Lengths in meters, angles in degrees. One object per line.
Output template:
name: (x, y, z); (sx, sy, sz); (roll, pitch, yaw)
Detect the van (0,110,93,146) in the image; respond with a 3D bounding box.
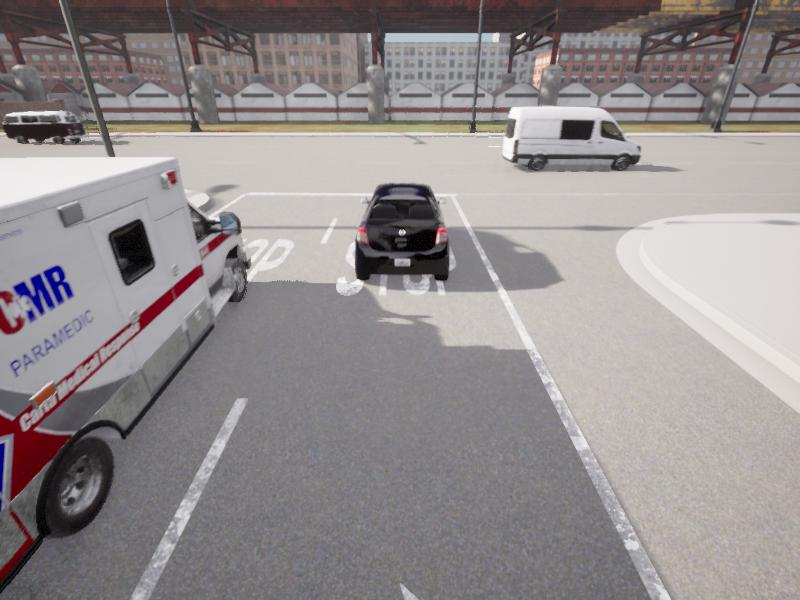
van: (-24.212, -11.736, 27.232); (4.480, 2.038, 2.069); (-1, 27, 0)

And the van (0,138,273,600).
van: (-3.496, 0.030, 3.903); (2.351, 2.431, 6.366); (0, 27, 0)

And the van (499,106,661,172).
van: (7.724, -7.195, 17.850); (5.915, 2.561, 1.988); (0, 27, 0)

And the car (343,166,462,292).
car: (0.066, -1.650, 8.158); (1.845, 1.501, 3.633); (0, 27, 1)
